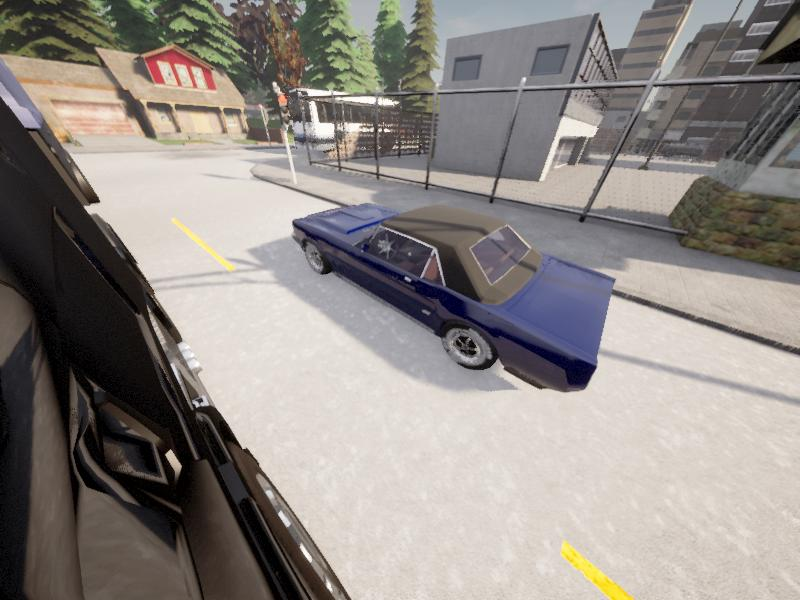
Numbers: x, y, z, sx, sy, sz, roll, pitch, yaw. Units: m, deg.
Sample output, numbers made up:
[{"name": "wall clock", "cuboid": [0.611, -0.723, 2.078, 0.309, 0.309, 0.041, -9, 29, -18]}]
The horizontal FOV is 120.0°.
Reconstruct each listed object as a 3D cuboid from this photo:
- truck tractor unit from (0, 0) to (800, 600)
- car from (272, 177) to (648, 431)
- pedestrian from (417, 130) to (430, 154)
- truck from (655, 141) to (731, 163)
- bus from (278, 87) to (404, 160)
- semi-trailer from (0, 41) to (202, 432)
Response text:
[{"name": "truck tractor unit", "cuboid": [-2.645, -0.295, 0.351, 6.516, 4.208, 3.053, 28, 44, 30]}, {"name": "car", "cuboid": [0.288, -0.702, 3.534, 4.718, 1.301, 1.895, 29, 44, 31]}, {"name": "pedestrian", "cuboid": [2.214, -15.124, 22.173, 0.751, 1.860, 0.751, -18, 42, -25]}, {"name": "truck", "cuboid": [41.272, -21.193, 32.886, 6.274, 2.098, 2.390, 29, 44, 30]}, {"name": "bus", "cuboid": [-4.483, -15.914, 21.020, 3.944, 4.253, 10.273, 28, 45, 29]}, {"name": "semi-trailer", "cuboid": [-8.710, -3.609, 4.199, 14.254, 4.402, 2.717, 28, 44, 29]}]
